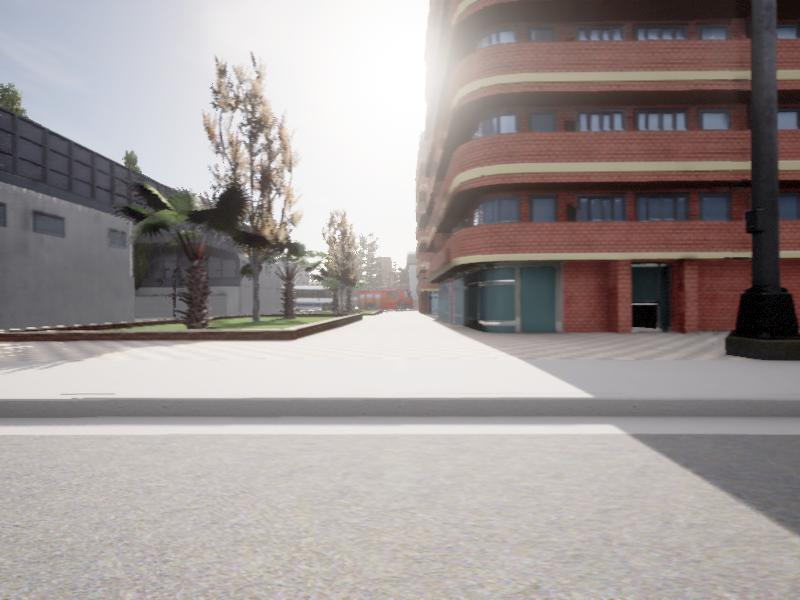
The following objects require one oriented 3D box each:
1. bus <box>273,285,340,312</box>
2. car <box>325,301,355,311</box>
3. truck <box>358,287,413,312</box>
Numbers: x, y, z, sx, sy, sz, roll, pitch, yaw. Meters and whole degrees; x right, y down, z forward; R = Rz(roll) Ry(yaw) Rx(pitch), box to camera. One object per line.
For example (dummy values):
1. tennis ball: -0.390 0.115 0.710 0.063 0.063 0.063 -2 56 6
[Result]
1. bus: -15.368 -0.187 66.545 10.273 4.253 3.944 0 0 0
2. car: -11.131 1.086 74.443 5.238 1.638 1.930 -1 0 0
3. truck: -2.237 -0.095 62.973 8.468 3.827 2.891 -1 0 0
